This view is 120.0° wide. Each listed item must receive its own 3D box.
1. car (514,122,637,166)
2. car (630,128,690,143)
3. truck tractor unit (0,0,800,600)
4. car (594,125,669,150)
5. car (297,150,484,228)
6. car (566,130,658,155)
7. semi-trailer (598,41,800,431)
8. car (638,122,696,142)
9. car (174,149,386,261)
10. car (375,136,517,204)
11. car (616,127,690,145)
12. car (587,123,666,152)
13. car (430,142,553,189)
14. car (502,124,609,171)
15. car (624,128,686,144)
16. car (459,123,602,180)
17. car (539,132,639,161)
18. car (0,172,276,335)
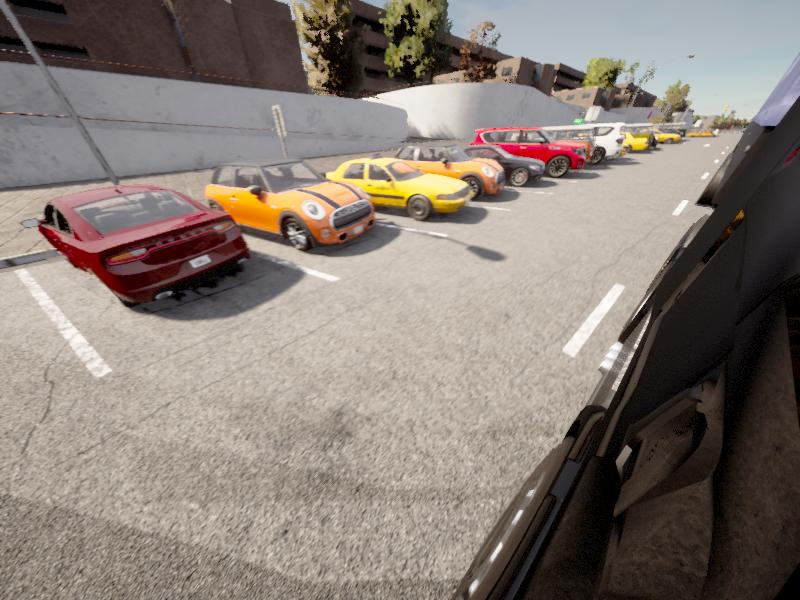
[{"bbox_3d":[10.747,-9.948,14.786,5.566,2.045,2.435,17,40,25],"label":"car"},{"bbox_3d":[33.596,-21.430,30.076,4.674,1.452,2.002,17,40,25],"label":"car"},{"bbox_3d":[2.645,-0.295,0.352,6.516,4.208,3.053,-28,44,-30],"label":"truck tractor unit"},{"bbox_3d":[22.157,-15.718,22.429,4.553,1.767,2.185,17,40,25],"label":"car"},{"bbox_3d":[-0.451,-3.738,7.359,5.366,1.575,1.946,17,40,25],"label":"car"},{"bbox_3d":[17.461,-13.312,19.532,5.366,1.575,1.946,17,40,25],"label":"car"},{"bbox_3d":[8.705,-3.574,4.261,14.254,4.402,2.717,-28,44,-30],"label":"semi-trailer"},{"bbox_3d":[35.972,-22.791,31.392,4.442,1.987,1.878,17,40,25],"label":"car"},{"bbox_3d":[-2.926,-2.686,5.890,4.553,1.767,2.185,17,41,25],"label":"car"},{"bbox_3d":[1.633,-5.092,8.866,4.553,1.767,2.185,17,40,25],"label":"car"},{"bbox_3d":[29.193,-19.076,26.951,5.366,1.575,1.946,17,40,25],"label":"car"},{"bbox_3d":[20.001,-14.589,20.796,4.442,1.987,1.878,17,40,25],"label":"car"},{"bbox_3d":[3.942,-6.148,10.445,4.674,1.452,2.002,17,40,25],"label":"car"},{"bbox_3d":[8.595,-8.709,13.239,4.442,1.987,1.878,17,40,25],"label":"car"},{"bbox_3d":[31.314,-20.263,28.569,4.674,1.452,2.002,17,40,25],"label":"car"},{"bbox_3d":[6.241,-7.568,11.762,5.566,2.045,2.435,17,40,25],"label":"car"},{"bbox_3d":[13.059,-10.918,16.437,5.008,1.535,2.097,17,40,25],"label":"car"},{"bbox_3d":[-5.167,-1.361,4.460,5.008,1.535,2.097,17,41,25],"label":"car"}]
